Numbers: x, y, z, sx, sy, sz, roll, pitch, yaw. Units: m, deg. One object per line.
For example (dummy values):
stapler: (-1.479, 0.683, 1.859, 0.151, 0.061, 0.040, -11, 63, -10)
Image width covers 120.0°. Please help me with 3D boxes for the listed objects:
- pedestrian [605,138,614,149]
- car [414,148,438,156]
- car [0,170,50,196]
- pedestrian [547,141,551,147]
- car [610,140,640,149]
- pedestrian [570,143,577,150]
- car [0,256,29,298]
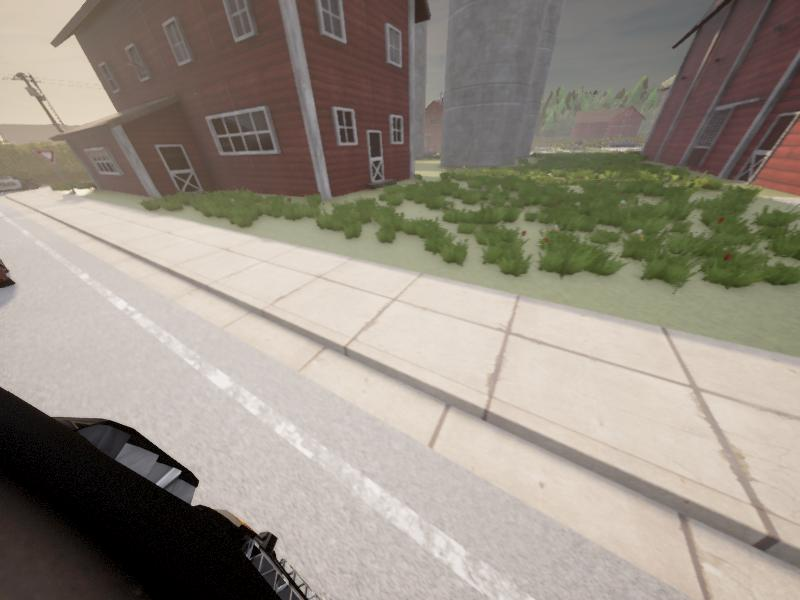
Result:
pedestrian: (45.738, -34.137, 50.414, 0.751, 1.860, 0.751, 17, 38, 27)
car: (6.305, -36.362, 56.830, 5.357, 1.411, 2.033, 16, 38, 26)
car: (-32.014, -9.210, 18.244, 2.038, 1.542, 4.974, -10, 34, -12)
pedestrian: (51.282, -53.832, 79.613, 0.751, 1.860, 0.751, 14, 37, 23)
car: (53.318, -37.039, 54.925, 4.611, 1.667, 2.242, 17, 38, 26)
pedestrian: (37.210, -32.887, 49.549, 0.751, 1.300, 0.751, 23, 41, 32)
car: (-9.818, -0.800, 4.444, 4.181, 1.385, 1.994, 16, 38, 25)
